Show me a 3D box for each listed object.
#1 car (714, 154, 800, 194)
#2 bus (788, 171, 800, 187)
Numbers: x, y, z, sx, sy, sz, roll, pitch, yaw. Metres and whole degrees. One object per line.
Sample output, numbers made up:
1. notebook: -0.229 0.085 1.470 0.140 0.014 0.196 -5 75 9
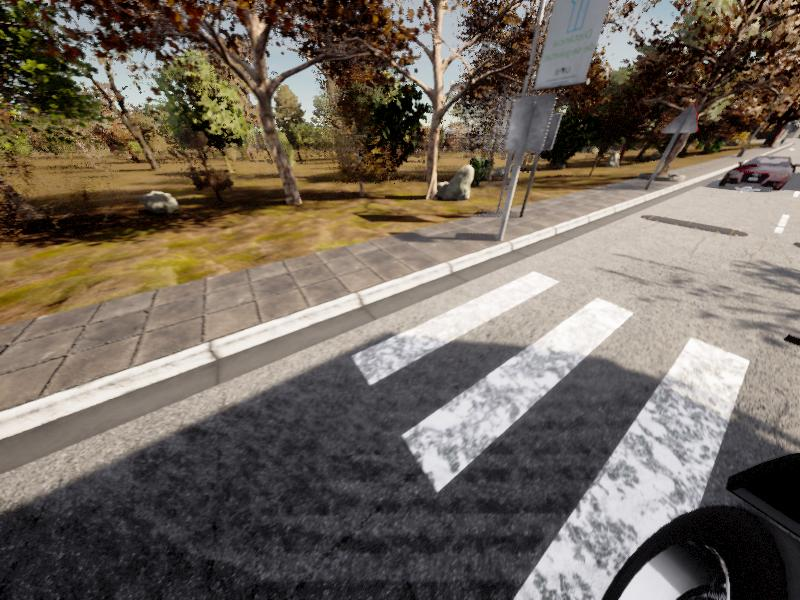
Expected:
1. car: 18.789 -6.659 12.008 4.181 1.385 1.994 -21 40 -27
2. bus: 26.049 -8.502 12.052 10.273 4.253 3.944 -21 40 -27
